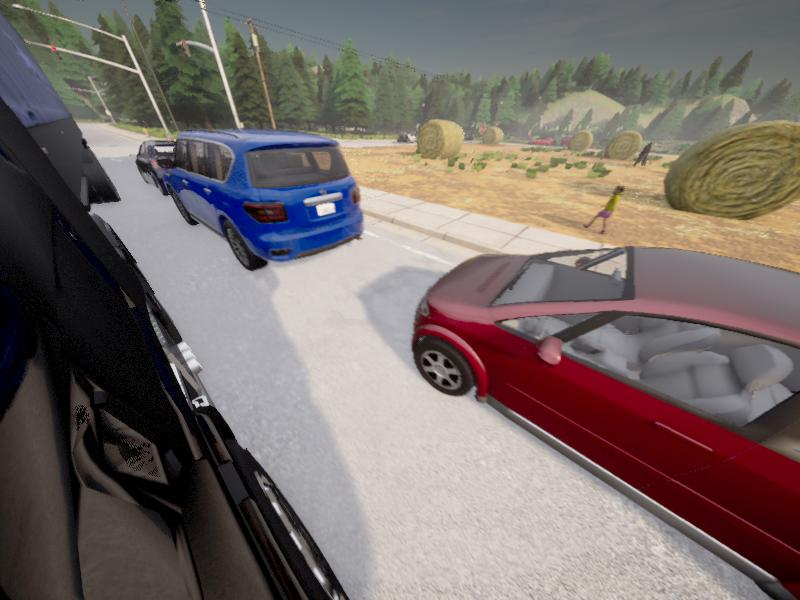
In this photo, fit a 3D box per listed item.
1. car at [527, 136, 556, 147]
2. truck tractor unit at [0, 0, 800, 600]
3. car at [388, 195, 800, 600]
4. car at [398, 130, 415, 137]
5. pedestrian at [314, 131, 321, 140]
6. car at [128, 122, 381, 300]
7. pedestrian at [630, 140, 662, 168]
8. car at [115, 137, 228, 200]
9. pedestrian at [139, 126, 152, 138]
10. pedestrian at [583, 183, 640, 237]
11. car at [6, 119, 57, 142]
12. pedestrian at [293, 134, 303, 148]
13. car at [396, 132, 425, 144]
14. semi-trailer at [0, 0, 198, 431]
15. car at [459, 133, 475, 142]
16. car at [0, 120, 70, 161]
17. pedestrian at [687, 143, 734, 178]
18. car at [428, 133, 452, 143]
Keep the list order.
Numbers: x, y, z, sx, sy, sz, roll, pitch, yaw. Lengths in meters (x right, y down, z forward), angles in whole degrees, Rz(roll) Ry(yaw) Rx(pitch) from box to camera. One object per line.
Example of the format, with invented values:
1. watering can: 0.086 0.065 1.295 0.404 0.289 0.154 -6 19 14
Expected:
1. car: 29.124 -32.613 47.547 4.514 1.525 2.007 31 45 33
2. truck tractor unit: -2.645 -0.295 0.351 6.516 4.208 3.053 28 44 30
3. car: 1.884 0.468 1.835 3.705 1.549 1.789 28 44 30
4. car: 1.718 -46.194 64.010 4.514 1.525 2.007 31 45 32
5. pedestrian: -12.196 -24.307 34.136 0.500 1.100 0.500 27 43 29
6. car: -3.195 -2.425 4.977 5.566 2.045 2.150 28 44 30
7. pedestrian: 19.751 -11.732 18.599 0.751 1.860 0.751 -2 37 -6
8. car: -8.393 -4.986 8.503 3.633 1.501 1.845 28 43 30
9. pedestrian: -27.709 -18.292 25.153 0.500 1.100 0.500 25 42 27
10. pedestrian: 5.144 -2.195 5.662 0.500 1.100 0.500 -23 44 -30
11. car: -32.599 -15.072 20.553 4.193 1.474 1.816 28 44 30
12. pedestrian: -9.946 -15.514 22.554 0.500 1.100 0.500 27 43 29
13. car: 1.756 -26.902 38.364 2.038 1.542 4.974 29 44 31
14. semi-trailer: -8.492 -3.744 4.410 14.254 4.402 2.717 31 45 32
15. car: 14.893 -36.176 51.486 2.007 1.525 4.514 21 41 22
16. car: -21.874 -9.449 13.547 4.611 1.667 2.242 28 44 30
17. pedestrian: 20.181 -9.058 15.063 0.751 1.860 0.751 -5 38 -10
18. car: 7.706 -30.851 43.972 1.882 1.535 5.008 29 44 30
